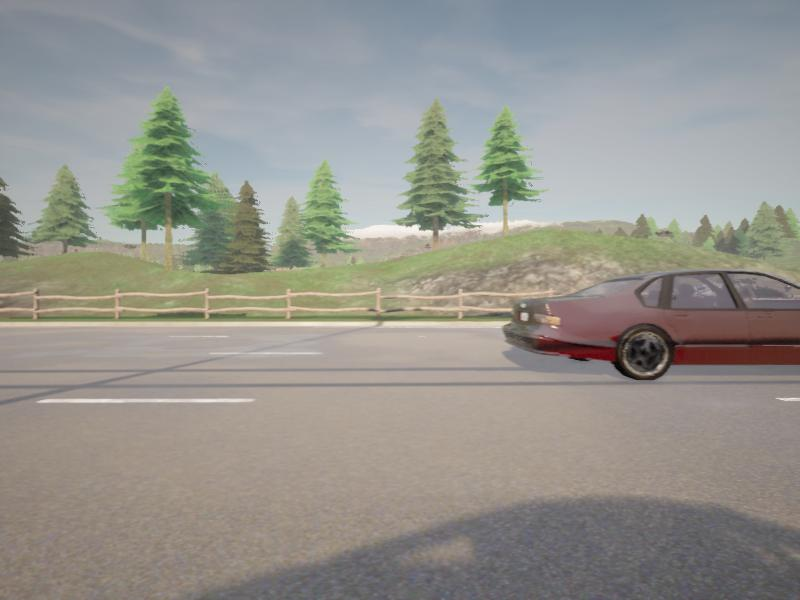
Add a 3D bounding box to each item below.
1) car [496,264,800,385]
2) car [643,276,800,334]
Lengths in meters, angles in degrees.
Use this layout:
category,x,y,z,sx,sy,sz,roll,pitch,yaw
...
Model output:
category,x,y,z,sx,sy,sz,roll,pitch,yaw
car,4.289,0.288,5.698,5.357,1.411,2.033,0,0,0
car,10.918,0.156,12.701,5.238,1.638,1.930,1,0,0
